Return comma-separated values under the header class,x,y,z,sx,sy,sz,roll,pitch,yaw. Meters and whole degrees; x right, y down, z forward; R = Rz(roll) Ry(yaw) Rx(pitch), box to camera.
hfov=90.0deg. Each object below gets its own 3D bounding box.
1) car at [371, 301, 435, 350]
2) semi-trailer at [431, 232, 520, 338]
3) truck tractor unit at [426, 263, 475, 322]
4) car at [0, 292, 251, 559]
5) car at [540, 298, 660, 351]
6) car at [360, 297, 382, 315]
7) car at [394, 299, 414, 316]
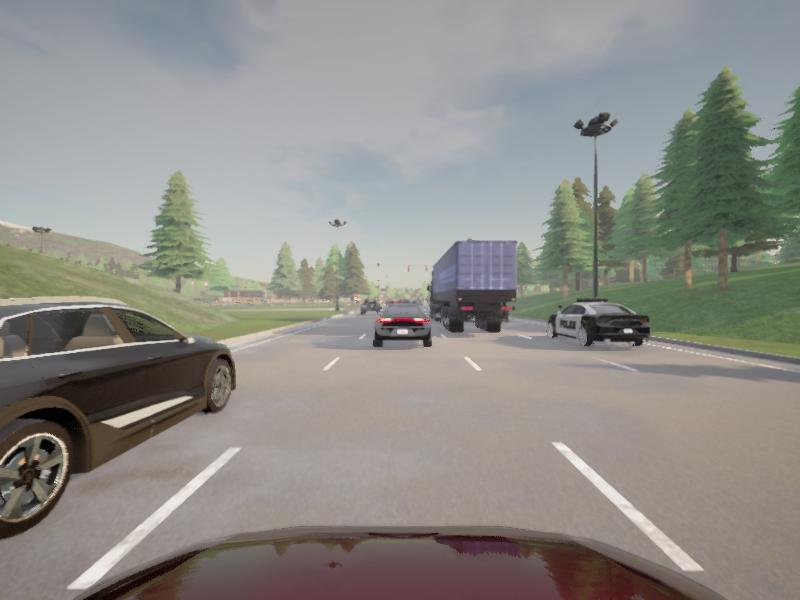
class,x,y,z,sx,sy,sz,roll,pitch,yaw
car,0.121,0.815,15.278,2.038,1.542,4.974,0,0,1
semi-trailer,3.711,-0.637,23.769,2.717,4.402,14.254,0,0,1
truck tractor unit,3.806,-0.553,31.685,3.053,4.208,6.516,1,0,1
car,-3.481,0.774,4.159,2.033,1.649,4.856,0,0,0
car,7.118,0.759,15.004,1.930,1.638,5.238,0,0,1
car,-3.062,0.620,42.644,1.932,1.855,4.605,0,0,1
car,0.420,0.740,41.070,1.930,1.638,5.238,0,0,1
